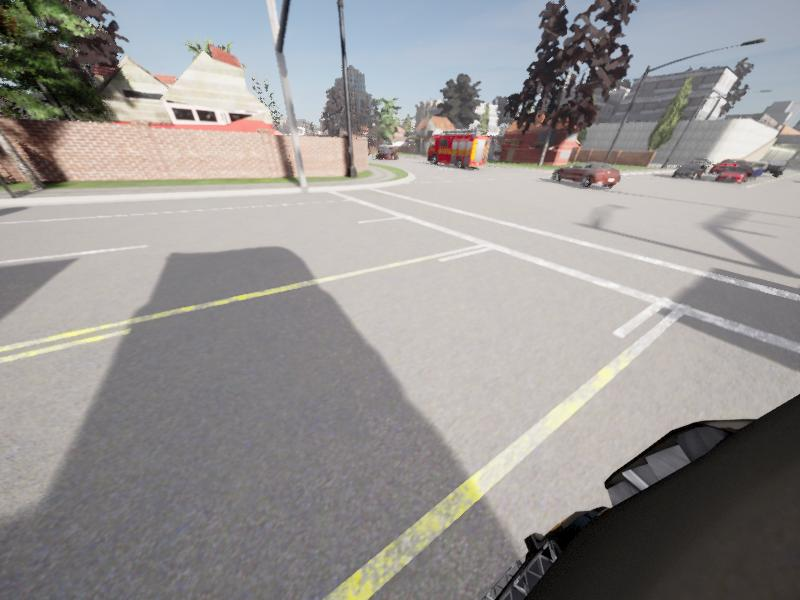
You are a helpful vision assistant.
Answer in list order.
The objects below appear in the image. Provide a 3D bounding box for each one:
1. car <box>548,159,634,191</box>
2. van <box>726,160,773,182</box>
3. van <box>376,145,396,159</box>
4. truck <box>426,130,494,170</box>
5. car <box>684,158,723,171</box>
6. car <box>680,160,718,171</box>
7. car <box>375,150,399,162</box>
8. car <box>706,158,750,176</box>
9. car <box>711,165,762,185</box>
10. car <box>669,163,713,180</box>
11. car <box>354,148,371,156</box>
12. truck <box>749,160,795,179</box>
[{"bbox_3d":[14.579,-9.947,18.177,2.152,1.651,5.027,-2,34,-6],"label":"car"},{"bbox_3d":[40.863,-15.116,27.005,4.442,1.987,1.775,-17,39,-26],"label":"van"},{"bbox_3d":[-2.734,-27.699,43.206,1.775,1.987,4.442,-18,39,-27],"label":"van"},{"bbox_3d":[7.206,-19.235,29.578,2.891,3.827,8.468,-17,39,-26],"label":"truck"},{"bbox_3d":[58.703,-26.377,44.776,1.905,1.878,3.866,-16,38,-25],"label":"car"},{"bbox_3d":[55.793,-25.148,43.161,1.970,1.475,3.806,-15,38,-24],"label":"car"},{"bbox_3d":[-2.114,-23.201,37.128,1.994,1.385,4.181,-18,39,-27],"label":"car"},{"bbox_3d":[48.206,-19.546,33.929,5.566,2.045,2.150,-16,38,-24],"label":"car"},{"bbox_3d":[35.617,-13.318,24.462,4.514,1.525,2.007,-17,38,-26],"label":"car"},{"bbox_3d":[34.025,-15.096,27.035,4.892,1.490,1.837,-17,38,-26],"label":"car"},{"bbox_3d":[-8.258,-32.448,50.547,1.895,1.301,4.718,-18,39,-27],"label":"car"},{"bbox_3d":[53.503,-18.894,33.211,6.274,2.098,2.390,-18,39,-27],"label":"truck"}]
